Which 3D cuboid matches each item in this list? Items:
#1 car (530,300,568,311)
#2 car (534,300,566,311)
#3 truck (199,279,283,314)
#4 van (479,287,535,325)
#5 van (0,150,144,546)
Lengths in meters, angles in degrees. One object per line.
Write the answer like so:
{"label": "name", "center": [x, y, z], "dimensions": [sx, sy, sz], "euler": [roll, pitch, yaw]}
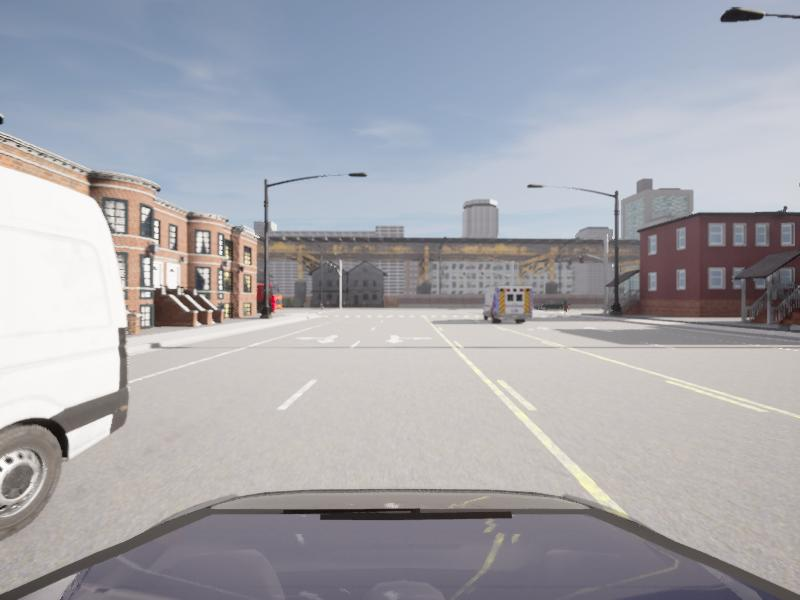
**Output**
{"label": "car", "center": [22.070, 0.812, 59.246], "dimensions": [4.892, 1.490, 1.837], "euler": [1, 0, 1]}
{"label": "car", "center": [20.873, 0.782, 55.766], "dimensions": [3.705, 1.549, 1.789], "euler": [0, 0, 1]}
{"label": "truck", "center": [-18.112, -0.371, 45.966], "dimensions": [8.468, 3.827, 2.891], "euler": [0, 0, 1]}
{"label": "van", "center": [7.443, 0.359, 28.639], "dimensions": [2.351, 2.431, 6.366], "euler": [0, 0, 1]}
{"label": "van", "center": [-3.635, 0.318, 1.034], "dimensions": [1.988, 2.561, 5.915], "euler": [0, 0, 2]}
